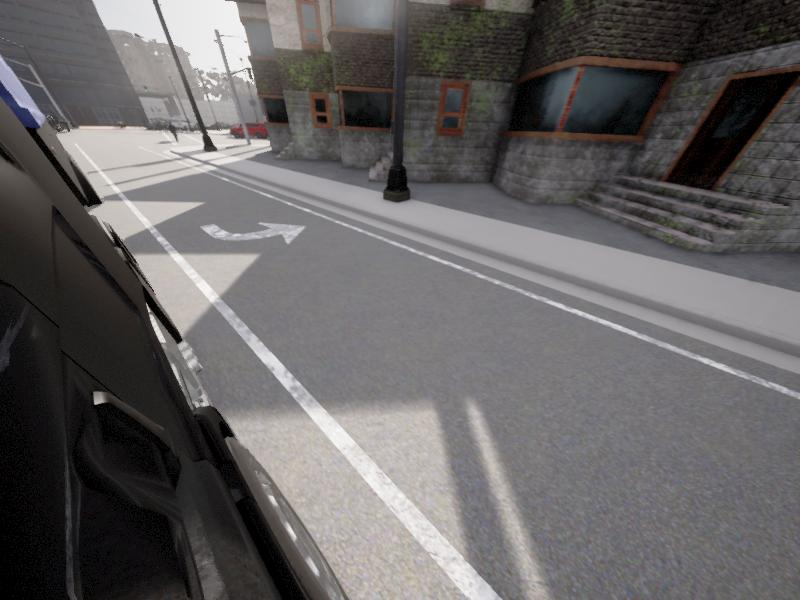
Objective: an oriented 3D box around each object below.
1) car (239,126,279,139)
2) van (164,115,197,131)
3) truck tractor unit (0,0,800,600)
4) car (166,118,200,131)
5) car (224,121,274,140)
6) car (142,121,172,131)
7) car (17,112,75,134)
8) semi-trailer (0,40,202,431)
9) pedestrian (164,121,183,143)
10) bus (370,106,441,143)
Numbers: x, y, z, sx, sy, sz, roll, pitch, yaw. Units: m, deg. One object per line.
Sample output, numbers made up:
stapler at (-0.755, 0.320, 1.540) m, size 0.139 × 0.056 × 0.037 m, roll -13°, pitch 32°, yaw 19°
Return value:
car at (-23.134, -27.714, 38.132) m, size 5.008 × 1.535 × 1.882 m, roll -1°, pitch 37°, yaw -5°
van at (-49.459, -39.976, 52.230) m, size 1.988 × 2.561 × 5.915 m, roll -1°, pitch 37°, yaw -5°
truck tractor unit at (-2.645, -0.295, 0.352) m, size 6.516 × 4.208 × 3.053 m, roll 28°, pitch 44°, yaw 30°
car at (-45.647, -36.977, 48.841) m, size 2.150 × 2.045 × 5.566 m, roll -1°, pitch 36°, yaw -5°
car at (-22.812, -25.828, 35.181) m, size 5.566 × 2.045 × 2.150 m, roll -1°, pitch 37°, yaw -5°
car at (-48.916, -35.085, 46.572) m, size 1.816 × 1.474 × 4.193 m, roll -1°, pitch 37°, yaw -5°
car at (-46.460, -23.383, 30.529) m, size 2.150 × 2.045 × 5.566 m, roll -19°, pitch 42°, yaw -28°
semi-trailer at (-8.704, -3.594, 4.231) m, size 14.254 × 4.402 × 2.717 m, roll 28°, pitch 43°, yaw 30°
pedestrian at (-23.620, -17.535, 24.121) m, size 0.751 × 1.860 × 0.751 m, roll -22°, pitch 43°, yaw -30°
bus at (0.648, -27.422, 36.285) m, size 10.273 × 4.253 × 3.944 m, roll -2°, pitch 37°, yaw -4°
